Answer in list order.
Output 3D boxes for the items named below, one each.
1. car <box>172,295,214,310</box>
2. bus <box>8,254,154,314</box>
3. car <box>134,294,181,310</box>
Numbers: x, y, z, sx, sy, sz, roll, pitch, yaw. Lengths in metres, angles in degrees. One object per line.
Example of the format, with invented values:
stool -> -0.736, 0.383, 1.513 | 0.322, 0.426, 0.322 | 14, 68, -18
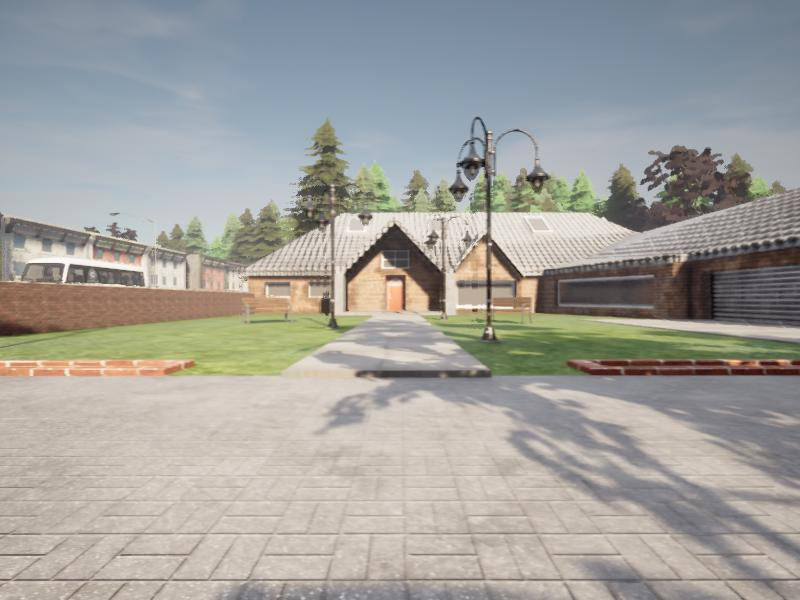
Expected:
car -> -21.619, 0.245, 42.026 | 1.882, 1.535, 5.008 | 0, 0, 0
bus -> -25.525, -1.108, 33.202 | 3.944, 4.253, 10.273 | 0, 0, 0
car -> -25.616, 0.227, 42.500 | 1.801, 1.575, 5.366 | 0, 0, 0
